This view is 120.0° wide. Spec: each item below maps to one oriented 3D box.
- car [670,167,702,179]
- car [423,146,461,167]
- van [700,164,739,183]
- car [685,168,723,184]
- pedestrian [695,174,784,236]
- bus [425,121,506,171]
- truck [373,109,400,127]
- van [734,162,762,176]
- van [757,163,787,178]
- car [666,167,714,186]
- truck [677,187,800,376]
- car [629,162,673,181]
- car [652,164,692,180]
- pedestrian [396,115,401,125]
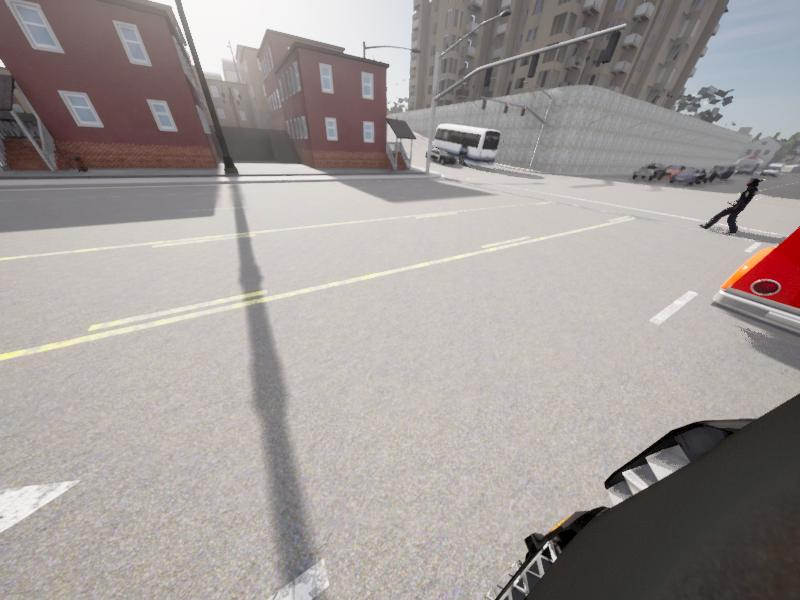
[{"bbox_3d":[43.383,-19.317,35.050,4.193,1.474,1.816,-16,38,-26],"label":"car"},{"bbox_3d":[5.458,-19.043,30.590,1.930,1.638,5.238,-16,43,-26],"label":"car"},{"bbox_3d":[44.315,-17.556,32.001,4.442,1.987,1.775,-16,38,-26],"label":"van"},{"bbox_3d":[38.211,-15.623,29.038,3.633,1.501,1.845,-16,38,-26],"label":"car"},{"bbox_3d":[11.796,-3.315,8.122,0.751,1.860,0.751,-7,35,-15],"label":"pedestrian"},{"bbox_3d":[8.329,-21.162,31.561,3.944,4.253,10.273,-16,44,-26],"label":"bus"},{"bbox_3d":[-4.622,-61.187,77.783,8.468,3.827,2.891,-16,38,-26],"label":"truck"},{"bbox_3d":[81.697,-30.733,54.197,5.915,2.561,1.988,-16,38,-26],"label":"van"},{"bbox_3d":[82.888,-28.835,51.430,5.915,2.561,1.988,-16,38,-26],"label":"van"},{"bbox_3d":[33.206,-14.229,26.467,4.856,1.649,2.033,-16,38,-26],"label":"car"},{"bbox_3d":[7.527,-0.601,3.217,5.204,2.467,2.627,-15,38,-24],"label":"truck"},{"bbox_3d":[31.290,-16.024,28.793,4.605,1.855,1.932,-16,38,-26],"label":"car"},{"bbox_3d":[37.950,-17.895,32.200,4.553,1.767,2.097,-16,38,-26],"label":"car"},{"bbox_3d":[-0.397,-41.635,53.490,0.751,1.860,0.751,-16,38,-26],"label":"pedestrian"}]
